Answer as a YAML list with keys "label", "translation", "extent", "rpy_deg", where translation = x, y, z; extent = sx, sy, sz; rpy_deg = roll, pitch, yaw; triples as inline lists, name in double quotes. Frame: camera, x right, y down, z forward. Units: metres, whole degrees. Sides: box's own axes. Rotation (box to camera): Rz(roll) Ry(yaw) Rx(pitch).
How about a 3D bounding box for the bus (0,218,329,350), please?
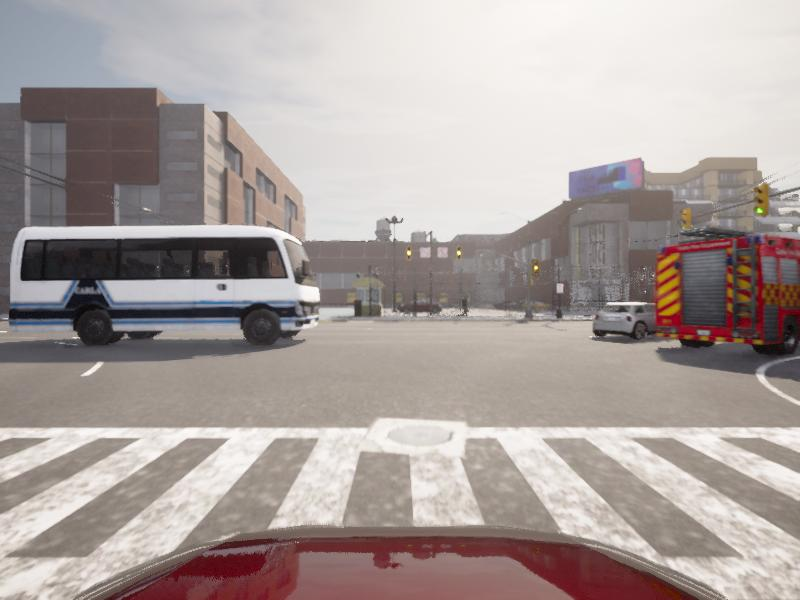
- label: "bus"
  translation: [-8.163, -0.533, 15.112]
  extent: [10.273, 4.253, 3.944]
  rpy_deg: [0, 0, 0]

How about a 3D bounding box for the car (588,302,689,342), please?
- label: "car"
  translation: [10.078, 0.850, 16.891]
  extent: [3.806, 1.475, 1.970]
  rpy_deg: [0, 0, -28]

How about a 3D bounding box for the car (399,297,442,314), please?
- label: "car"
  translation: [2.194, 0.590, 44.004]
  extent: [4.553, 1.767, 2.185]
  rpy_deg: [0, 0, 0]

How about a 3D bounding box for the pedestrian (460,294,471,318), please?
- label: "pedestrian"
  translation: [5.174, 0.480, 31.738]
  extent: [0.751, 1.860, 0.751]
  rpy_deg: [0, 0, -2]

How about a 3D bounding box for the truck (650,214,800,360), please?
- label: "truck"
  translation: [12.648, -0.323, 13.634]
  extent: [8.468, 3.827, 2.891]
  rpy_deg: [0, 0, -26]
